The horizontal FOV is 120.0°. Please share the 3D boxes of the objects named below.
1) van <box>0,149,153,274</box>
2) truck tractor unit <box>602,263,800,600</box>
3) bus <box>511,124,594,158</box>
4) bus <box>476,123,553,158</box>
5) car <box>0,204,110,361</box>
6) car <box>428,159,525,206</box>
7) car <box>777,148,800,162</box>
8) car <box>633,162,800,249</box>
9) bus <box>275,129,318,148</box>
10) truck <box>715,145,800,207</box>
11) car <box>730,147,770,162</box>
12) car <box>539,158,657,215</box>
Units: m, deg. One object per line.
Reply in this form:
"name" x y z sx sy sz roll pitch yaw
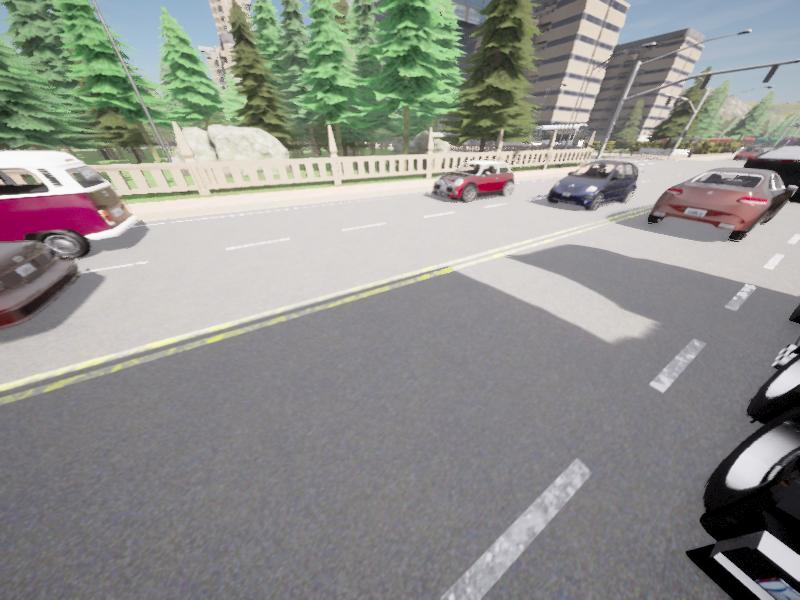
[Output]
"van" -8.861 -1.797 4.710 4.480 2.038 2.069 -18 39 -24
"truck tractor unit" 5.107 -0.305 0.782 6.516 4.208 3.053 -18 39 -24
"bus" 25.100 -26.909 39.108 3.944 4.253 10.273 -18 39 -24
"bus" 18.114 -26.063 37.832 3.944 4.253 10.273 -19 39 -25
"car" -7.446 0.318 2.255 5.357 1.411 2.033 -18 39 -24
"car" 3.509 -5.592 10.759 3.806 1.475 1.970 -18 39 -24
"car" 55.156 -20.117 32.006 4.974 1.542 2.038 -18 39 -24
"car" 10.334 -3.252 7.335 5.027 1.651 2.152 -18 39 -24
"bus" -29.460 -46.437 66.543 10.273 4.253 3.944 -10 36 -14
"truck" 18.939 -6.249 11.293 6.274 2.098 2.390 -18 39 -24
"car" 49.461 -20.598 32.648 4.514 1.525 2.007 -17 39 -23
"car" 8.180 -4.856 9.630 3.988 1.617 1.851 -18 39 -24
